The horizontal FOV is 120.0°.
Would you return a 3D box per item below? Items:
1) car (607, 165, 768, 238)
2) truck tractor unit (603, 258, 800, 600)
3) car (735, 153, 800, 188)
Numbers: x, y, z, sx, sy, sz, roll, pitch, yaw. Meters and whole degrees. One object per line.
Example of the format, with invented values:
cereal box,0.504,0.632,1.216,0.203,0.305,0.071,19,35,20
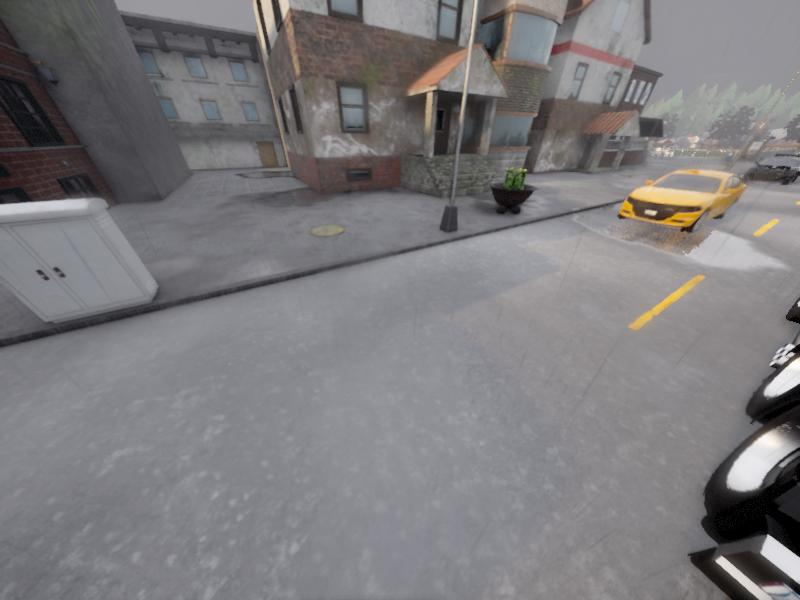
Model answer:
car,9.699,-3.537,7.818,5.008,1.535,1.882,-18,39,-24
truck tractor unit,5.096,-0.316,0.793,6.516,4.208,3.053,-19,39,-24
car,24.674,-8.564,15.072,5.238,1.638,1.930,-19,39,-25
